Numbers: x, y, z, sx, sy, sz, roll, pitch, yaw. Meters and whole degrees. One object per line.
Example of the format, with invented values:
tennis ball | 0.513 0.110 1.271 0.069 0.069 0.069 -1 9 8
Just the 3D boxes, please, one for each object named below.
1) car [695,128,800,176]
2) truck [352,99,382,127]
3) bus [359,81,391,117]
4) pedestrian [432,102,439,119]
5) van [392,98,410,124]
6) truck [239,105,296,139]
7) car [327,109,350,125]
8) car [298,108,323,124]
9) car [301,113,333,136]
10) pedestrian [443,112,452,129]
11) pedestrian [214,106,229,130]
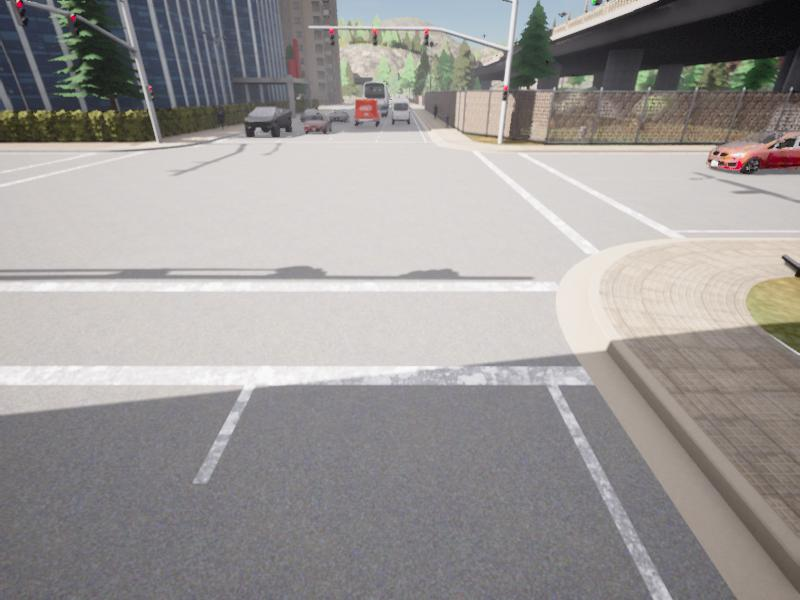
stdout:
car | 16.180 -6.488 17.433 4.611 1.667 2.242 0 27 0
truck | -3.390 -19.959 42.525 2.627 2.467 5.204 0 27 0
bus | -3.471 -29.140 58.344 3.944 4.253 10.273 0 25 0
pedestrian | 4.347 -23.245 49.179 0.751 1.860 0.751 1 27 2
van | 0.121 -21.913 46.244 1.988 2.561 5.915 0 27 0
truck | -10.416 -14.337 32.043 2.390 2.098 6.274 0 28 0
car | -6.884 -20.718 45.204 1.994 1.385 4.181 0 27 0
car | -10.381 -21.620 46.870 1.812 1.442 4.674 0 27 0
car | -6.911 -14.905 33.829 1.816 1.474 4.193 0 27 0
pedestrian | 4.316 -16.340 36.413 0.751 1.300 0.751 0 27 1
pedestrian | -15.454 -15.722 34.606 0.751 1.860 0.751 -7 28 -13
